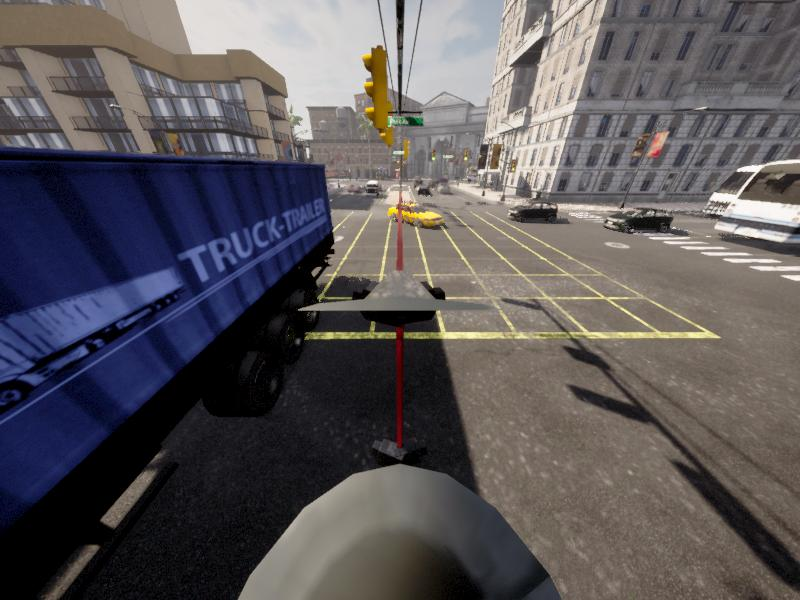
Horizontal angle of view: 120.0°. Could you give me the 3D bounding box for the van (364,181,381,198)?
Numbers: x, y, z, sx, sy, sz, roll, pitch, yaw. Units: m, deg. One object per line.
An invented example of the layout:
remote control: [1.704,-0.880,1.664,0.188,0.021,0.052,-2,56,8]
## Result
van: [-4.179,-17.084,35.556,2.069,2.038,4.480,0,30,0]

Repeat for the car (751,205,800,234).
car: [28.520,-5.680,16.235,3.988,1.617,1.851,0,30,0]

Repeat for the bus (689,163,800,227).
bus: [31.808,-8.516,18.501,10.273,4.253,3.944,0,30,0]

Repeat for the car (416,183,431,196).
car: [3.826,-18.508,38.533,2.038,1.542,4.974,0,30,0]

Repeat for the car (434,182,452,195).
car: [7.330,-19.470,40.106,2.152,1.651,5.027,0,30,0]

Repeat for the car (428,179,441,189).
car: [7.407,-25.123,49.850,2.242,1.667,4.611,0,30,1]

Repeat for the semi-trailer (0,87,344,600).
semi-trailer: [-3.703,0.764,2.266,2.717,4.402,14.254,0,30,0]

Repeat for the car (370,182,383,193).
car: [-4.166,-20.198,41.545,1.812,1.442,4.674,0,30,0]

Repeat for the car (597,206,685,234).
car: [16.711,-5.643,16.218,3.705,1.549,1.789,0,30,0]

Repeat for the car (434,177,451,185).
car: [11.059,-31.041,60.123,2.033,1.649,4.856,24,38,36]

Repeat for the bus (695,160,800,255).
bus: [24.806,-5.133,12.637,10.273,4.253,3.944,0,30,0]

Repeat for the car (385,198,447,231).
car: [1.069,-6.960,18.481,1.801,1.575,5.366,-21,36,-33]

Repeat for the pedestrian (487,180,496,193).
pedestrian: [15.305,-18.986,38.677,0.751,1.860,0.751,-11,32,-18]

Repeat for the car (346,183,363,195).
car: [-7.672,-18.902,39.303,1.812,1.442,4.674,0,31,0]

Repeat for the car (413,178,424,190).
car: [3.857,-24.109,47.883,1.932,1.855,4.605,0,30,0]

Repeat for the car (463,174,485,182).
car: [22.133,-36.561,69.293,5.566,2.045,2.150,0,30,1]

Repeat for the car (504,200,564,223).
car: [11.015,-7.380,19.237,3.705,1.549,1.789,0,30,0]
